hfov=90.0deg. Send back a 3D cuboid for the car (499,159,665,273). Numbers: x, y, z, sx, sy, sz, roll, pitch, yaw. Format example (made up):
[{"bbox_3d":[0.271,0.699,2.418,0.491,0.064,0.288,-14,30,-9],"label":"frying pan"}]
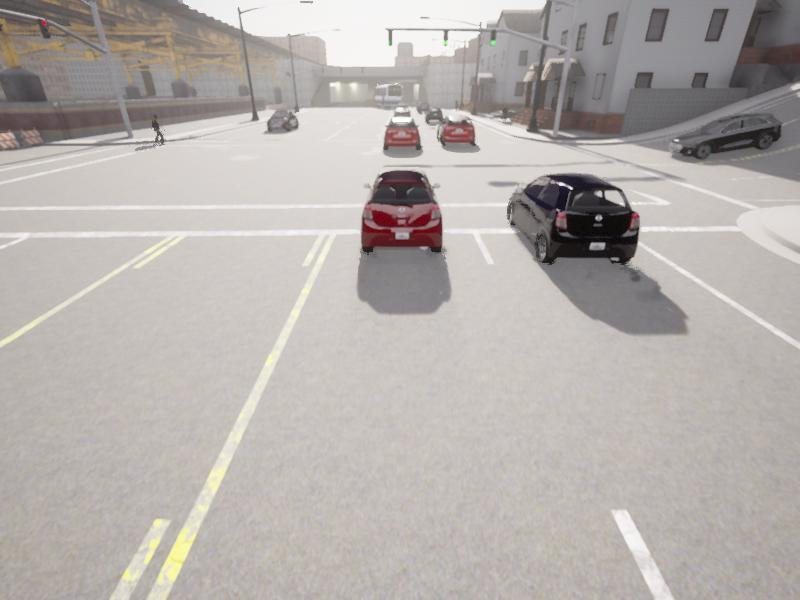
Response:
[{"bbox_3d":[3.541,-2.003,8.674,1.845,1.501,3.633,0,28,0],"label":"car"}]

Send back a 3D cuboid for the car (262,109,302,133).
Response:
[{"bbox_3d":[-10.305,-15.897,35.352,2.033,1.649,4.856,0,27,0],"label":"car"}]

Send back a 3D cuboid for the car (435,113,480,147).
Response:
[{"bbox_3d":[3.649,-11.260,26.321,2.242,1.667,4.611,0,27,0],"label":"car"}]

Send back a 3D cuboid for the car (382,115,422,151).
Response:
[{"bbox_3d":[0.132,-10.355,24.592,2.242,1.667,4.611,0,27,0],"label":"car"}]

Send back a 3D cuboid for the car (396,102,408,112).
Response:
[{"bbox_3d":[0.395,-33.464,69.273,2.033,1.411,5.357,0,27,0],"label":"car"}]

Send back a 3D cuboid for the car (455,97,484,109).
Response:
[{"bbox_3d":[13.465,-38.347,77.806,5.366,1.575,1.801,-4,27,2],"label":"car"}]

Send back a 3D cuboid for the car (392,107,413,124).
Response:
[{"bbox_3d":[0.243,-20.122,43.525,2.128,1.511,4.902,0,27,0],"label":"car"}]

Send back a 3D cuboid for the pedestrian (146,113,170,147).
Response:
[{"bbox_3d":[-14.920,-10.500,24.706,0.751,1.860,0.751,-8,29,-15],"label":"pedestrian"}]

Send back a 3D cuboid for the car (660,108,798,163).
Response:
[{"bbox_3d":[16.258,-8.279,20.069,4.856,1.649,2.033,-8,27,3],"label":"car"}]

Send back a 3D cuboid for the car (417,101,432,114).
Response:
[{"bbox_3d":[3.859,-30.542,63.378,2.033,1.649,4.856,0,27,0],"label":"car"}]

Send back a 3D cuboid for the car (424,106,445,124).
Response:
[{"bbox_3d":[3.745,-20.422,44.065,2.007,1.525,4.514,0,27,0],"label":"car"}]

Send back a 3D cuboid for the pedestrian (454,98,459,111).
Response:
[{"bbox_3d":[9.257,-32.022,65.574,0.751,1.860,0.751,-1,28,-1],"label":"pedestrian"}]

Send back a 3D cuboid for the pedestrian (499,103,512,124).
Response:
[{"bbox_3d":[10.247,-18.133,38.882,0.751,1.860,0.751,-1,28,-2],"label":"pedestrian"}]

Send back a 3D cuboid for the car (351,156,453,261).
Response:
[{"bbox_3d":[0.044,-2.274,9.217,1.845,1.501,3.633,0,28,0],"label":"car"}]

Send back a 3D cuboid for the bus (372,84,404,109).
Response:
[{"bbox_3d":[-2.551,-41.275,81.210,3.944,4.253,10.273,-8,29,-15],"label":"bus"}]
